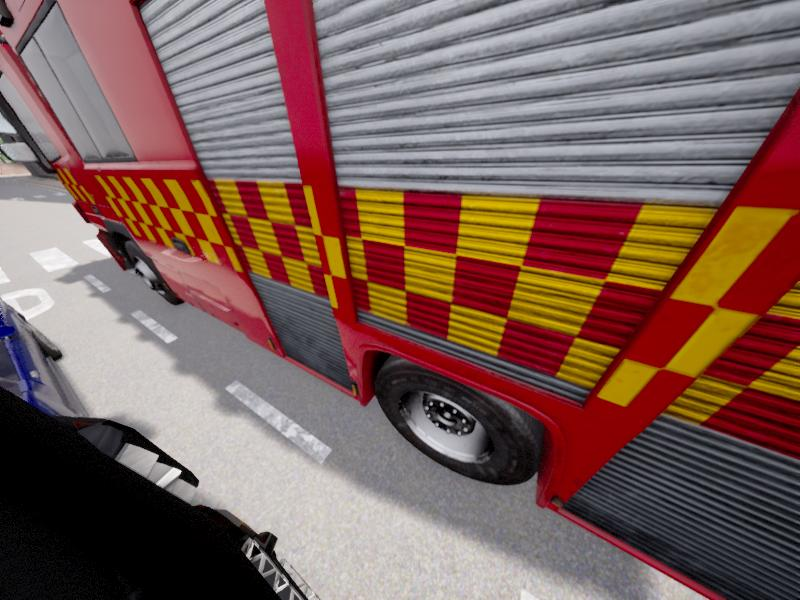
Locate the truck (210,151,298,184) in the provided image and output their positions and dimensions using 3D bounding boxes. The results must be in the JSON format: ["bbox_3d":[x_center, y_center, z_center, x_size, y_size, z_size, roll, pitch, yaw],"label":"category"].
[{"bbox_3d":[-13.230,-12.492,21.582,2.390,2.098,6.274,16,38,26],"label":"truck"}]

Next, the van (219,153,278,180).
[{"bbox_3d":[-15.603,-13.963,24.060,1.775,1.987,4.442,16,38,26],"label":"van"}]

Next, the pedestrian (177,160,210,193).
[{"bbox_3d":[-13.792,-8.289,15.496,0.751,1.860,0.751,16,38,26],"label":"pedestrian"}]

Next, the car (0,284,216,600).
[{"bbox_3d":[-3.698,1.027,1.458,4.718,1.301,1.895,16,38,26],"label":"car"}]

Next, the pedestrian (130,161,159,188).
[{"bbox_3d":[-21.220,-10.419,19.219,0.751,1.860,0.751,16,38,26],"label":"pedestrian"}]

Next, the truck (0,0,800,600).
[{"bbox_3d":[-1.185,-1.530,2.833,8.468,3.827,2.891,16,38,26],"label":"truck"}]
